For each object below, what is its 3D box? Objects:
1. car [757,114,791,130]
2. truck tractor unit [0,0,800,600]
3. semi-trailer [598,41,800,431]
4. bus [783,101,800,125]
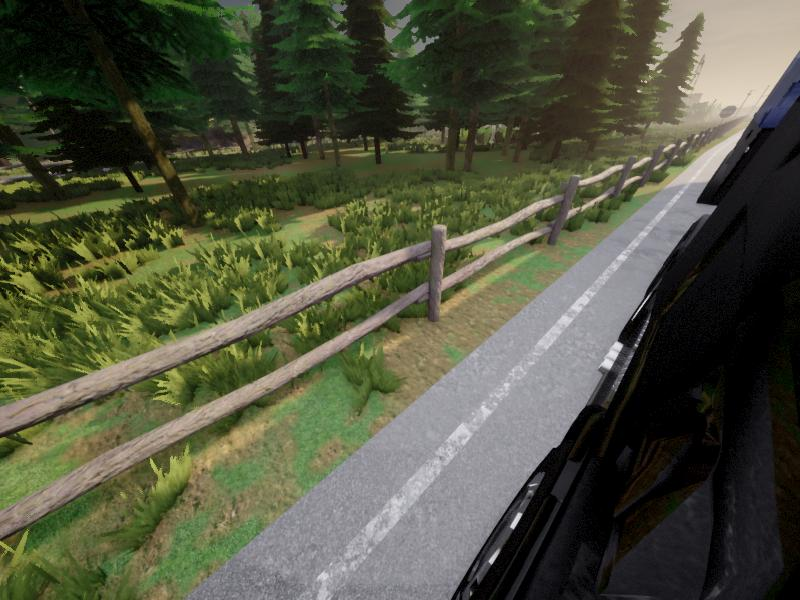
[{"bbox_3d":[51.299,-24.453,31.722,3.988,1.617,1.851,-27,43,-29],"label":"car"},{"bbox_3d":[2.645,-0.295,0.351,6.516,4.208,3.053,-28,44,-30],"label":"truck tractor unit"},{"bbox_3d":[8.687,-3.615,4.236,14.254,4.402,2.717,-28,44,-30],"label":"semi-trailer"},{"bbox_3d":[68.884,-31.847,38.275,10.273,4.253,3.944,-27,43,-29],"label":"bus"}]
